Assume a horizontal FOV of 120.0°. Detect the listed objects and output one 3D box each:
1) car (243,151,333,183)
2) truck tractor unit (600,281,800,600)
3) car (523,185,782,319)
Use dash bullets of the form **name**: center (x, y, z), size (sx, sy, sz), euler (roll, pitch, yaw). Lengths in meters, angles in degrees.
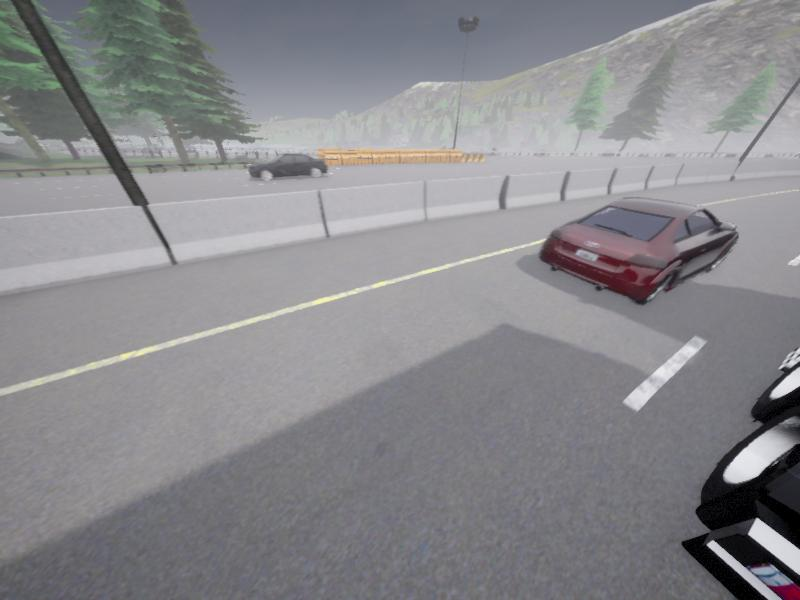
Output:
- **car**: center (-7.408, -9.069, 15.588), size (5.008, 1.535, 1.882), euler (-18, 38, -24)
- **truck tractor unit**: center (5.141, -0.268, 0.750), size (6.516, 4.208, 3.053), euler (-17, 38, -23)
- **car**: center (5.016, -1.322, 4.760), size (4.181, 1.385, 1.994), euler (-16, 38, -22)
